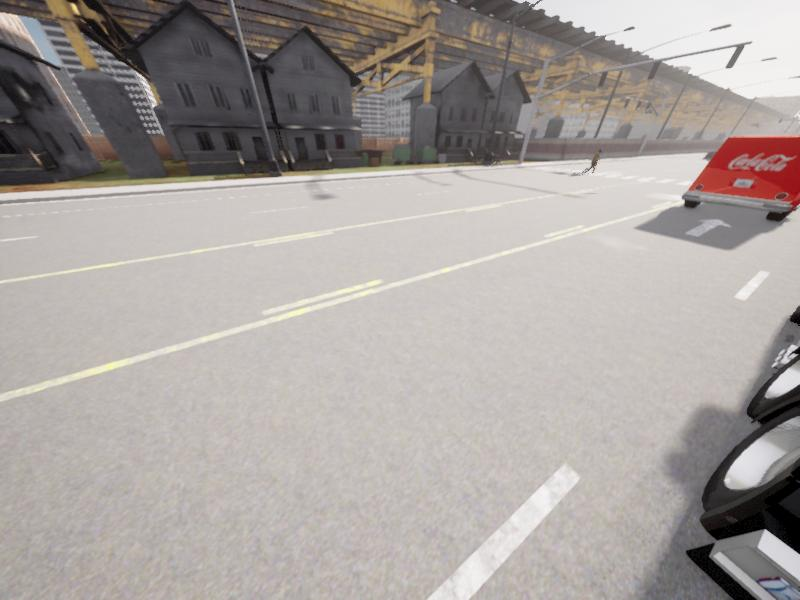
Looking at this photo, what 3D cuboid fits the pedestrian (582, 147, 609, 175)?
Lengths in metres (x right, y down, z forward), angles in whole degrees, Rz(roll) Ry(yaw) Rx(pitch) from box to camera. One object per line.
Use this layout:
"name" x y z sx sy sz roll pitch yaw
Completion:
"pedestrian" 15.370 -10.943 18.190 0.751 1.860 0.751 -23 41 -30

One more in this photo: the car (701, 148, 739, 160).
"car" 49.437 -22.598 35.684 5.357 1.411 2.033 -18 39 -24

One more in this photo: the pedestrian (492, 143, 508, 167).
"pedestrian" 9.521 -13.842 22.040 0.751 1.860 0.751 -7 36 -11

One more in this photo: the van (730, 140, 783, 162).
"van" 49.867 -20.859 32.284 6.366 2.431 2.351 -18 39 -24

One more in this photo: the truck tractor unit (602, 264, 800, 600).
"truck tractor unit" 5.112 -0.299 0.783 6.516 4.208 3.053 -18 39 -24

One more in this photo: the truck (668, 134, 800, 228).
"truck" 13.713 -4.691 8.700 5.204 2.467 2.627 -17 39 -24
